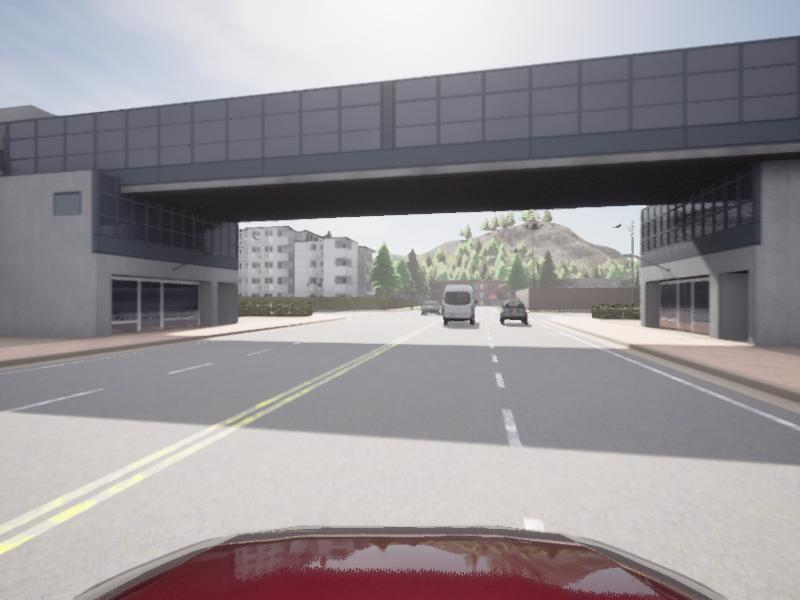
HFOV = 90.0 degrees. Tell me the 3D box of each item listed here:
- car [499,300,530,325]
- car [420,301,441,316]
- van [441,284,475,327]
[{"bbox_3d":[7.705,0.796,27.278,1.851,1.617,3.988,0,0,13],"label":"car"},{"bbox_3d":[3.280,0.857,42.108,1.837,1.490,4.892,0,0,9],"label":"car"},{"bbox_3d":[4.102,0.331,27.375,1.988,2.561,5.915,0,0,11],"label":"van"}]
